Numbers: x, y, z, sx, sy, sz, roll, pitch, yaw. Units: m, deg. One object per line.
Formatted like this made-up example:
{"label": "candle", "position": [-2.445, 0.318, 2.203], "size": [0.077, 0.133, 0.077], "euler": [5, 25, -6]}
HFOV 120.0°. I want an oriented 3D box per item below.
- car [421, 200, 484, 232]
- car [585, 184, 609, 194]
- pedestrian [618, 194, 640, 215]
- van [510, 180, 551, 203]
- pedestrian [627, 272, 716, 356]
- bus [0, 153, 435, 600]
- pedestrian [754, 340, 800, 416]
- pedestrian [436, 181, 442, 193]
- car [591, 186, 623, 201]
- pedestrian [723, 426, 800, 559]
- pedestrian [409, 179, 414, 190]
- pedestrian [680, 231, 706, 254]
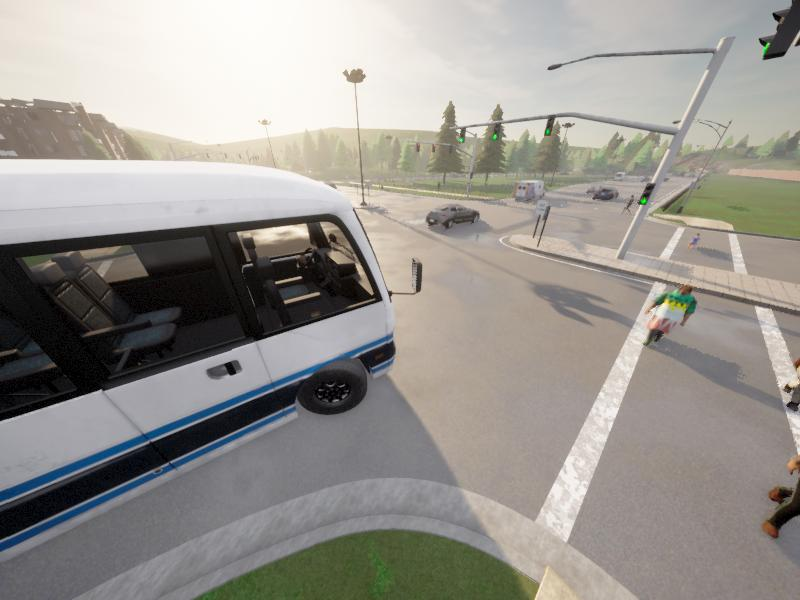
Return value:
{"label": "car", "position": [4.318, -6.946, 18.774], "size": [5.027, 1.651, 2.152], "euler": [-23, 37, -34]}
{"label": "car", "position": [35.689, -20.063, 41.820], "size": [4.718, 1.301, 1.895], "euler": [-23, 37, -34]}
{"label": "pedestrian", "position": [22.569, -9.430, 22.790], "size": [0.751, 1.860, 0.751], "euler": [-20, 36, -31]}
{"label": "van", "position": [18.701, -15.663, 33.068], "size": [6.366, 2.431, 2.351], "euler": [-23, 37, -34]}
{"label": "pedestrian", "position": [6.782, 0.351, 5.847], "size": [0.751, 1.860, 0.751], "euler": [-23, 37, -34]}
{"label": "bus", "position": [-4.929, 0.651, 2.988], "size": [10.273, 4.253, 3.944], "euler": [-18, 35, -28]}
{"label": "pedestrian", "position": [7.955, 1.281, 4.263], "size": [0.751, 1.860, 0.751], "euler": [26, 39, 38]}
{"label": "pedestrian", "position": [6.920, -20.120, 41.001], "size": [0.751, 1.860, 0.751], "euler": [-20, 36, -31]}
{"label": "car", "position": [30.343, -15.674, 33.845], "size": [4.611, 1.667, 2.242], "euler": [-23, 37, -34]}
{"label": "pedestrian", "position": [5.083, 2.168, 2.701], "size": [0.751, 1.860, 0.751], "euler": [-18, 35, -29]}
{"label": "pedestrian", "position": [2.280, -23.429, 46.733], "size": [0.751, 1.860, 0.751], "euler": [-20, 35, -30]}
{"label": "pedestrian", "position": [16.096, -3.163, 12.695], "size": [0.500, 1.100, 0.500], "euler": [-24, 38, -35]}
